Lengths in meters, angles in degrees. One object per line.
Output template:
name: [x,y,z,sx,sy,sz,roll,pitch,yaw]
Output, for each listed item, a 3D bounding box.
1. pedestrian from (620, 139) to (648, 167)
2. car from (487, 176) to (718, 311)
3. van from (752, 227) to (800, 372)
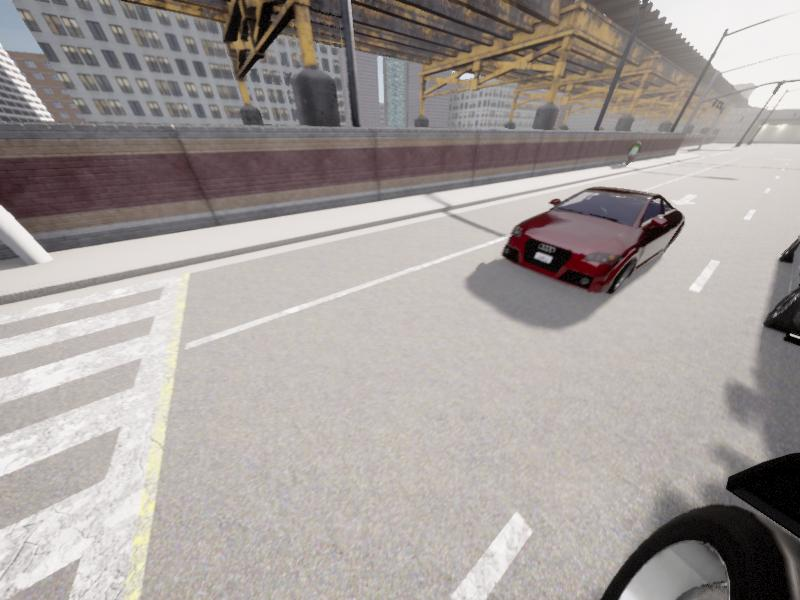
pedestrian: [18.927,-11.923,18.709,0.751,1.860,0.751,-19,39,-25]
car: [4.184,-1.533,4.851,4.181,1.385,1.994,-21,40,-26]
van: [7.455,-0.888,2.897,5.915,2.561,1.988,-22,41,-28]
